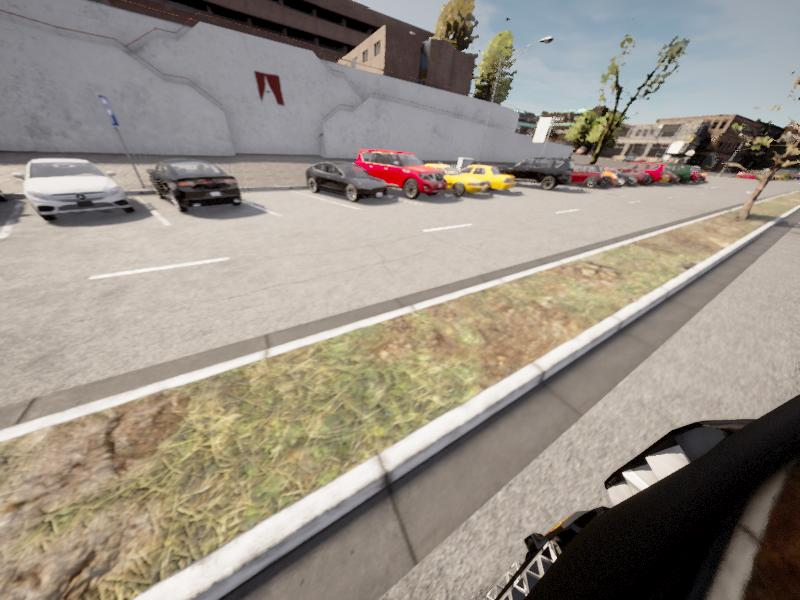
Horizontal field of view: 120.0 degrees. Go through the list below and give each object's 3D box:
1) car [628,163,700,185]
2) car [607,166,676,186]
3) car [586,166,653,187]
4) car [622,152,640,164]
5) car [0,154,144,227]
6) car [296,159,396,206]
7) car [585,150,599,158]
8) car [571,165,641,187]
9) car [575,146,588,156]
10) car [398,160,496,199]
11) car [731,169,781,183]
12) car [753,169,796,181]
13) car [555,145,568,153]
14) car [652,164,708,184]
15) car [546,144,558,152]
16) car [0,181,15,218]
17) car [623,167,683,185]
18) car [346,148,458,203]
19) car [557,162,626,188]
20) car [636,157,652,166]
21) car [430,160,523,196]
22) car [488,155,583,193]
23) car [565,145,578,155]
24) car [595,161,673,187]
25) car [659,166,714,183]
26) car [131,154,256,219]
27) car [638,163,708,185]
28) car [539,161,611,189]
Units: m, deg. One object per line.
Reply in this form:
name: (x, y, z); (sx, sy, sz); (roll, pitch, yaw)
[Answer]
car: (33.614, -16.353, 29.768); (5.566, 2.045, 2.435); (26, 40, 32)
car: (28.274, -14.778, 27.346); (5.366, 1.575, 1.946); (26, 40, 32)
car: (23.195, -13.259, 24.634); (4.792, 1.488, 2.163); (26, 40, 32)
car: (57.683, -35.476, 57.825); (2.435, 2.045, 5.566); (32, 42, 28)
car: (-10.536, -3.768, 7.520); (4.674, 1.452, 2.002); (26, 39, 32)
car: (-2.718, -5.975, 11.434); (4.792, 1.488, 2.163); (26, 39, 32)
car: (53.234, -40.449, 63.949); (2.231, 1.521, 4.892); (32, 42, 28)
car: (20.623, -12.559, 23.290); (4.892, 1.521, 2.231); (26, 39, 32)
car: (51.734, -42.313, 65.738); (1.878, 1.987, 4.442); (32, 42, 28)
car: (2.598, -7.412, 13.958); (5.366, 1.575, 1.946); (26, 39, 32)
car: (59.798, -20.899, 38.888); (1.851, 1.617, 3.988); (-9, 35, -21)
car: (83.681, -28.165, 51.780); (1.878, 1.987, 4.442); (-26, 42, -37)
car: (48.962, -45.717, 70.075); (1.946, 1.575, 5.366); (32, 42, 28)
car: (38.957, -17.691, 32.331); (4.442, 1.987, 1.878); (26, 39, 32)
car: (47.374, -47.342, 71.980); (2.002, 1.452, 4.674); (32, 42, 27)
car: (-13.148, -3.186, 6.132); (4.553, 1.767, 2.185); (26, 39, 32)
car: (31.019, -15.383, 28.589); (4.674, 1.452, 2.002); (26, 40, 32)
car: (-0.109, -6.946, 12.596); (5.566, 2.045, 2.435); (26, 39, 32)
car: (18.012, -11.956, 21.913); (4.553, 1.767, 2.185); (26, 39, 32)
car: (59.100, -33.505, 55.983); (2.002, 1.452, 4.674); (32, 42, 28)
car: (4.904, -8.279, 15.463); (5.366, 1.575, 1.946); (26, 40, 32)
car: (10.224, -9.885, 17.875); (5.566, 2.045, 2.435); (26, 40, 32)
car: (50.264, -44.045, 67.741); (1.878, 1.987, 4.442); (32, 42, 28)
car: (25.805, -14.212, 25.806); (5.566, 2.045, 2.435); (26, 40, 32)
car: (41.514, -18.331, 33.720); (4.553, 1.767, 2.185); (27, 40, 32)
car: (-7.933, -4.532, 8.803); (5.008, 1.535, 2.097); (26, 40, 32)
car: (36.275, -17.043, 31.058); (5.566, 2.045, 2.435); (26, 39, 32)
car: (15.461, -11.208, 20.553); (4.553, 1.767, 2.185); (26, 40, 32)
